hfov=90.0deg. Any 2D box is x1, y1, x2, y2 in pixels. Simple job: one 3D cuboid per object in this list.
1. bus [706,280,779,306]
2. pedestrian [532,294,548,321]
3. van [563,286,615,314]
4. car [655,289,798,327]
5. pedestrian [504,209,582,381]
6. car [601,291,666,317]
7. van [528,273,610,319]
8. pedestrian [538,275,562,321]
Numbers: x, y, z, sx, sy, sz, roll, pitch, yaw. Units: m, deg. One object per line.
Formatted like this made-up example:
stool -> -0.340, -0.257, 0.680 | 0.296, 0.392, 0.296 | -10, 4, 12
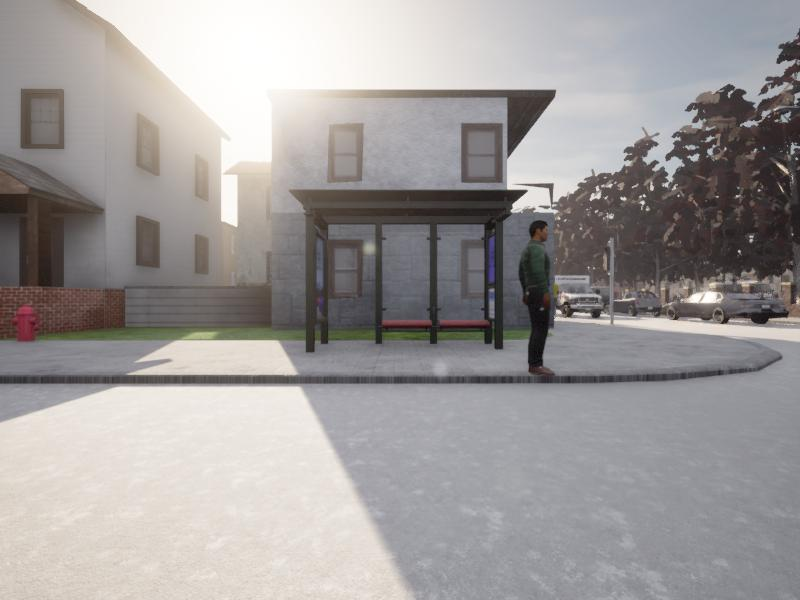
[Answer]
bus -> 59.477, -1.135, 69.997 | 3.944, 4.253, 10.273 | 0, 0, 0
pedestrian -> 5.672, 0.305, 16.222 | 0.500, 1.100, 0.500 | 0, 0, 1
van -> 14.274, -0.002, 30.573 | 1.775, 1.987, 4.442 | 0, 0, -2
car -> 13.945, 0.295, 17.673 | 2.033, 1.411, 5.357 | 0, 0, 2
pedestrian -> 1.661, -0.054, 4.766 | 0.751, 1.860, 0.751 | 0, 0, 9
car -> 14.194, 0.227, 24.567 | 1.845, 1.501, 3.633 | 0, 0, -1
van -> 10.047, -0.222, 24.568 | 2.351, 2.431, 6.366 | 0, 0, 0
pedestrian -> 6.285, -0.075, 16.786 | 0.751, 1.860, 0.751 | 0, 0, 0
